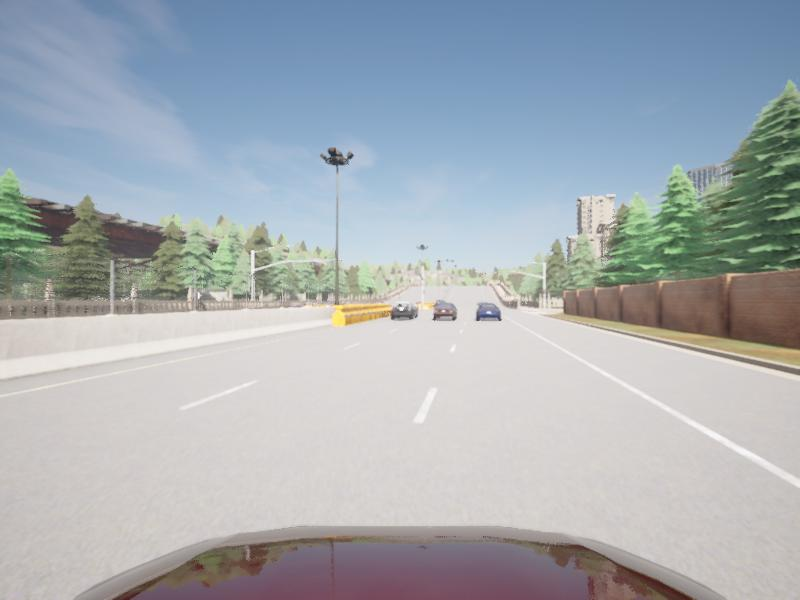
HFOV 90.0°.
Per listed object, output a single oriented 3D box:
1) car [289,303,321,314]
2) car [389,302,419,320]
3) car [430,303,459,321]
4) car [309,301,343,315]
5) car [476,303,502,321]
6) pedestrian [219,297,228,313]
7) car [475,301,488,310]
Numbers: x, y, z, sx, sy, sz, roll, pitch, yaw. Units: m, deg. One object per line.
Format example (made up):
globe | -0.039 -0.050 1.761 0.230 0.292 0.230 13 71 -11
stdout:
car | -11.294 0.999 47.952 1.895 1.301 4.718 0 0 11
car | 0.449 0.892 34.679 1.970 1.475 3.806 0 0 11
car | 3.892 0.933 34.050 2.033 1.411 5.357 0 0 11
car | -8.249 0.889 45.213 2.128 1.511 4.902 0 0 11
car | 7.266 0.942 33.062 1.994 1.385 4.181 0 0 11
pedestrian | -20.008 0.538 45.458 0.751 1.860 0.751 0 0 -6
car | 14.731 0.932 72.604 2.163 1.488 4.792 0 0 11
